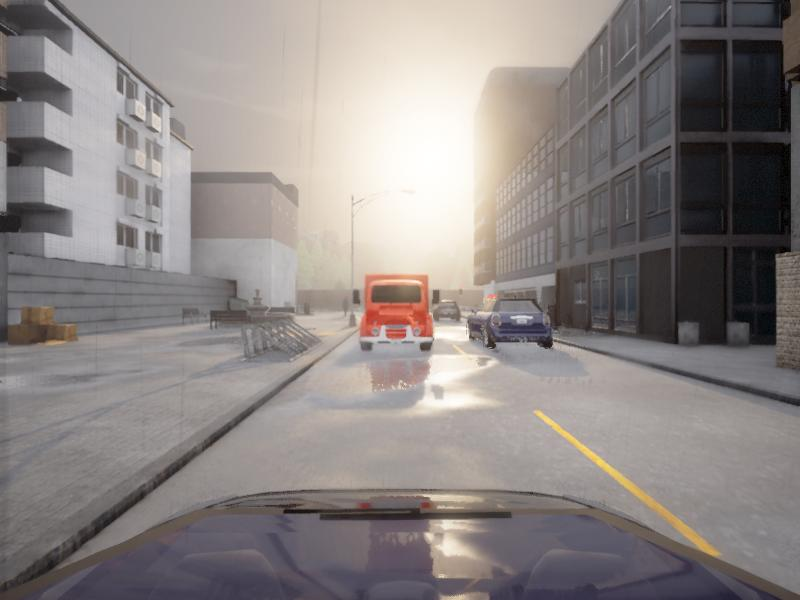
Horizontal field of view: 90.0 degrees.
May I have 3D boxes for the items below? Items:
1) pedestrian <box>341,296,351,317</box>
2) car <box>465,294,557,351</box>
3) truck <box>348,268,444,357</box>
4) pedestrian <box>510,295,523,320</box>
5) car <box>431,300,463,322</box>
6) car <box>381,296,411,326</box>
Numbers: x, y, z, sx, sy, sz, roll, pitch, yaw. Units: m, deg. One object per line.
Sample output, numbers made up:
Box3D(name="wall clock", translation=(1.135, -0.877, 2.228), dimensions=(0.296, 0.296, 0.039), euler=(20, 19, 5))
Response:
Box3D(name="pedestrian", translation=(-4.703, 0.557, 34.919), dimensions=(0.751, 1.860, 0.751), euler=(0, 0, 6))
Box3D(name="car", translation=(3.807, 0.704, 14.631), dimensions=(2.097, 1.767, 4.553), euler=(0, 0, 0))
Box3D(name="truck", translation=(-0.108, 0.373, 13.638), dimensions=(2.627, 2.467, 5.204), euler=(0, -1, 0))
Box3D(name="pedestrian", translation=(8.800, 0.553, 30.245), dimensions=(0.751, 1.860, 0.751), euler=(0, 0, -8))
Box3D(name="car", translation=(3.623, 0.799, 31.882), dimensions=(2.033, 1.649, 4.856), euler=(0, 0, 0))
Box3D(name="car", translation=(-0.272, 0.663, 26.719), dimensions=(1.905, 1.878, 3.866), euler=(0, 0, -1))
